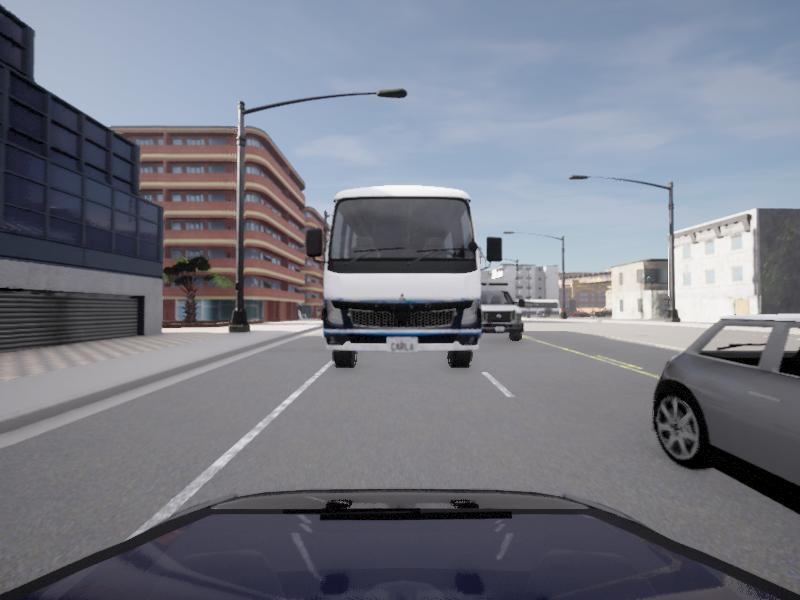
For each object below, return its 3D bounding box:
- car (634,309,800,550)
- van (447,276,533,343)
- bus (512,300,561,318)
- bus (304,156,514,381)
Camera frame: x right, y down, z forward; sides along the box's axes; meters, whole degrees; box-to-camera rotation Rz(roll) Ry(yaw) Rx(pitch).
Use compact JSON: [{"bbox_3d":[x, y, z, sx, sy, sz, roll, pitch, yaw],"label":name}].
[{"bbox_3d":[3.519,0.845,2.432,1.970,1.475,3.806,0,0,0],"label":"car"},{"bbox_3d":[3.589,0.369,17.525,2.351,2.431,6.366,0,-1,0],"label":"van"},{"bbox_3d":[32.197,2.079,94.530,10.273,4.253,3.944,0,-1,0],"label":"bus"},{"bbox_3d":[0.187,-0.566,12.682,3.944,4.253,10.273,0,0,0],"label":"bus"}]
